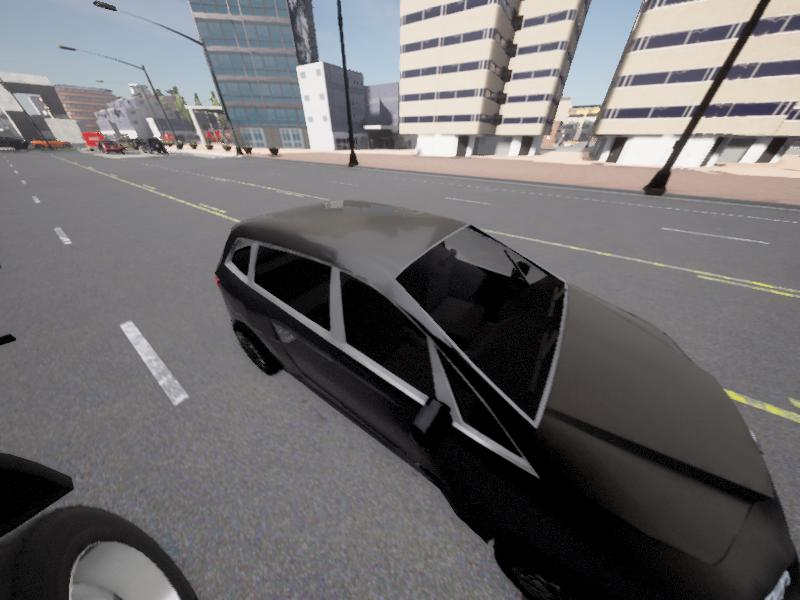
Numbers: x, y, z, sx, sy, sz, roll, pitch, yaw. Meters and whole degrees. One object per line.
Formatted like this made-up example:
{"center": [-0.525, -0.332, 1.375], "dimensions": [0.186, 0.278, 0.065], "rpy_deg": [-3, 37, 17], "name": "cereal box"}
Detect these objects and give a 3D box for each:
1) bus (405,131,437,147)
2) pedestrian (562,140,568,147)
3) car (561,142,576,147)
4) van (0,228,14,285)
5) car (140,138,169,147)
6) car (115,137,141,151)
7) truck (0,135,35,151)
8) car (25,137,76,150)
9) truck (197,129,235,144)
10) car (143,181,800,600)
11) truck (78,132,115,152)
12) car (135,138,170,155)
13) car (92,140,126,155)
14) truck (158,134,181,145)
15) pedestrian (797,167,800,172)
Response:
{"center": [7.170, -55.503, 79.727], "dimensions": [10.273, 4.253, 3.944], "rpy_deg": [22, 40, 26], "name": "bus"}
{"center": [55.395, -52.385, 77.434], "dimensions": [0.751, 1.860, 0.751], "rpy_deg": [9, 36, 11], "name": "pedestrian"}
{"center": [57.461, -53.241, 78.967], "dimensions": [3.806, 1.475, 1.970], "rpy_deg": [20, 40, 27], "name": "car"}
{"center": [-9.517, -1.479, 4.156], "dimensions": [4.442, 1.987, 1.775], "rpy_deg": [22, 41, 28], "name": "van"}
{"center": [-57.295, -36.822, 54.113], "dimensions": [2.152, 1.651, 5.027], "rpy_deg": [-6, 36, -9], "name": "car"}
{"center": [-46.315, -26.563, 39.280], "dimensions": [4.605, 1.855, 1.932], "rpy_deg": [27, 43, 33], "name": "car"}
{"center": [-62.941, -24.375, 35.804], "dimensions": [6.274, 2.098, 2.390], "rpy_deg": [-30, 45, -35], "name": "truck"}
{"center": [-62.004, -27.931, 41.112], "dimensions": [2.097, 1.767, 4.553], "rpy_deg": [21, 40, 26], "name": "car"}
{"center": [-59.145, -52.879, 74.620], "dimensions": [2.891, 3.827, 8.468], "rpy_deg": [28, 43, 33], "name": "truck"}
{"center": [0.201, 0.127, 2.267], "dimensions": [4.611, 1.667, 2.242], "rpy_deg": [22, 41, 27], "name": "car"}
{"center": [-49.152, -25.581, 37.365], "dimensions": [5.204, 2.467, 2.627], "rpy_deg": [28, 44, 32], "name": "truck"}
{"center": [-34.161, -21.254, 31.900], "dimensions": [3.866, 1.878, 1.905], "rpy_deg": [22, 41, 27], "name": "car"}
{"center": [-40.206, -21.138, 31.913], "dimensions": [3.988, 1.617, 1.851], "rpy_deg": [22, 41, 28], "name": "car"}
{"center": [-65.475, -45.723, 65.615], "dimensions": [5.204, 2.467, 2.627], "rpy_deg": [21, 40, 26], "name": "truck"}
{"center": [35.226, -11.937, 19.553], "dimensions": [0.751, 1.860, 0.751], "rpy_deg": [-25, 43, -31], "name": "pedestrian"}
